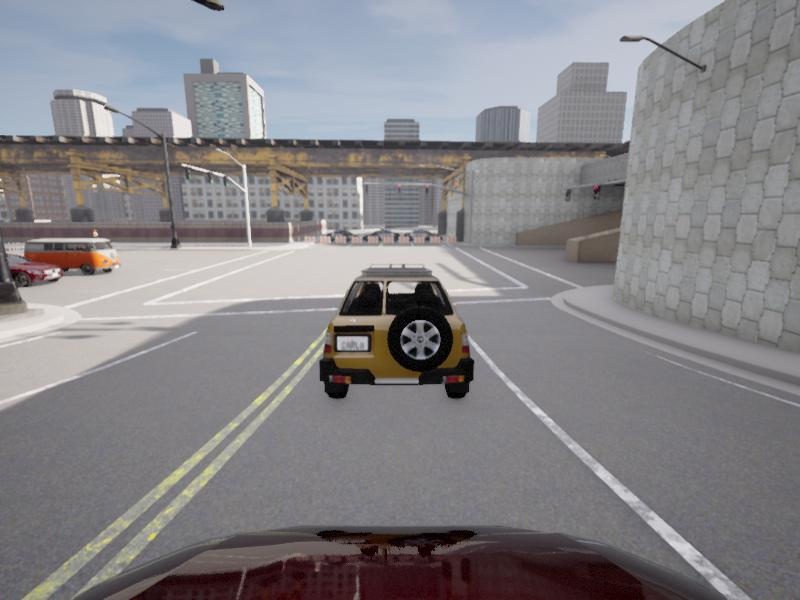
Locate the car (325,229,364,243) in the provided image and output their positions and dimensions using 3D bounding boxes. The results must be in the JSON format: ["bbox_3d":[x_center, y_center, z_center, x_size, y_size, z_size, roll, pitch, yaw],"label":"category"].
[{"bbox_3d":[-6.988,-8.048,50.033,4.974,1.542,2.038,11,16,42],"label":"car"}]

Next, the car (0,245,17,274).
[{"bbox_3d":[-24.375,-2.247,22.467,3.705,1.549,1.789,0,12,0],"label":"car"}]

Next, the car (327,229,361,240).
[{"bbox_3d":[-7.025,-8.210,50.035,4.536,1.218,1.853,11,16,42],"label":"car"}]

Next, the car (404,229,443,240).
[{"bbox_3d":[2.942,-8.357,50.811,4.536,1.218,1.853,6,13,28],"label":"car"}]

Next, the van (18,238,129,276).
[{"bbox_3d":[-18.162,-2.448,22.419,4.442,1.987,1.775,0,12,0],"label":"van"}]

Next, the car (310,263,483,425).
[{"bbox_3d":[-0.051,0.311,6.833,1.932,1.855,4.605,0,5,0],"label":"car"}]

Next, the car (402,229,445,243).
[{"bbox_3d":[2.987,-8.198,50.820,4.974,1.542,2.038,6,13,28],"label":"car"}]

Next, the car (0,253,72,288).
[{"bbox_3d":[-18.745,-1.439,18.944,4.674,1.442,1.812,0,12,-1],"label":"car"}]
